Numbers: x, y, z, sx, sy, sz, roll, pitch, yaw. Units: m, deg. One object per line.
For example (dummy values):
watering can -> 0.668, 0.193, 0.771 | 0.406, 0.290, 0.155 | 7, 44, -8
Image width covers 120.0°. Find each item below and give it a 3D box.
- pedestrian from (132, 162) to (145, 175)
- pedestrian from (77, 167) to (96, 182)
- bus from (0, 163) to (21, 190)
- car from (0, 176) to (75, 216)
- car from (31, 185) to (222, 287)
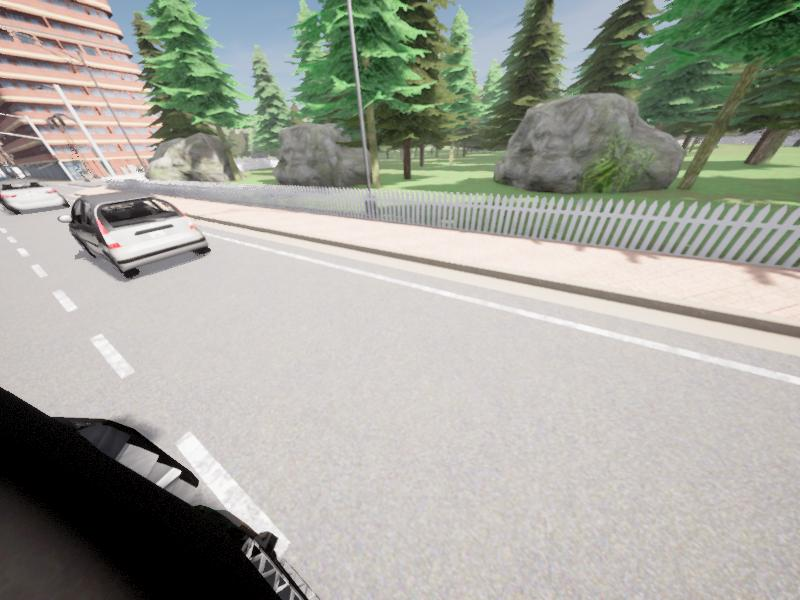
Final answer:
pedestrian -> -46.491, -23.427, 41.117 | 0.751, 1.860, 0.751 | 25, 43, 36
pedestrian -> -43.641, -17.462, 32.133 | 0.751, 1.860, 0.751 | 22, 41, 32
bus -> -55.821, -16.972, 30.384 | 10.273, 4.253, 3.944 | 16, 38, 26
car -> -22.817, -6.484, 14.148 | 4.611, 1.667, 2.242 | 16, 38, 26
car -> -6.993, -1.900, 5.976 | 3.988, 1.617, 1.851 | 16, 38, 26
